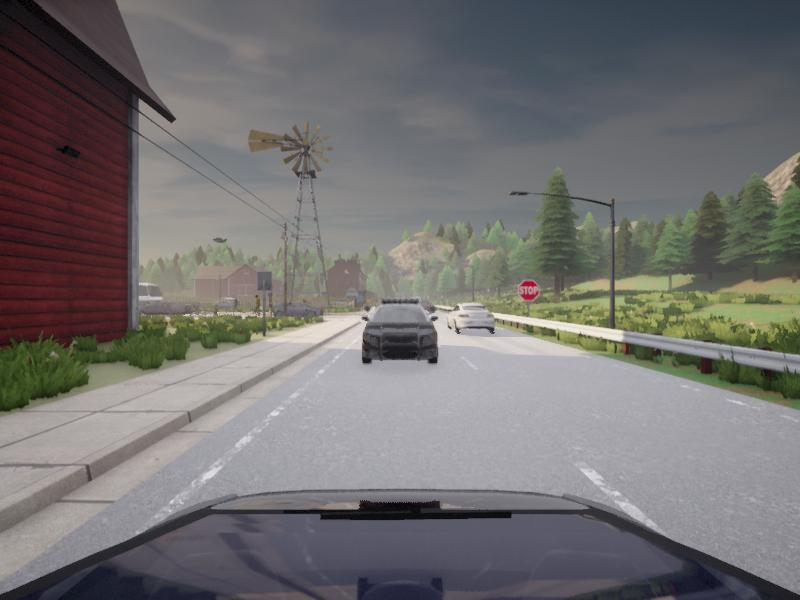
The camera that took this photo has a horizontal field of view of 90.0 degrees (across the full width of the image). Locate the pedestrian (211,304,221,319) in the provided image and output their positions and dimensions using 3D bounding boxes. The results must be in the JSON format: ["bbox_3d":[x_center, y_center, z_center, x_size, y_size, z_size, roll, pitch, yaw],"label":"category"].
[{"bbox_3d":[-14.080,0.871,30.590,0.500,1.100,0.500,0,0,9],"label":"pedestrian"}]

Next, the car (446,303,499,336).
[{"bbox_3d":[3.502,0.874,20.162,1.812,1.442,4.674,0,0,0],"label":"car"}]

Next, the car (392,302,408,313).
[{"bbox_3d":[0.003,0.954,52.223,1.895,1.301,4.718,0,0,0],"label":"car"}]

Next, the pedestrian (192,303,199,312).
[{"bbox_3d":[-23.608,0.874,46.173,0.500,1.100,0.500,0,0,-4],"label":"pedestrian"}]

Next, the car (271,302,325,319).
[{"bbox_3d":[-8.767,0.914,34.727,4.181,1.385,1.994,0,0,-2],"label":"car"}]

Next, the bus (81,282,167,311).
[{"bbox_3d":[-41.289,-0.525,60.198,10.273,4.253,3.944,0,0,-1],"label":"bus"}]

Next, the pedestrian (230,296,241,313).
[{"bbox_3d":[-18.344,0.494,44.591,0.751,1.860,0.751,0,0,21],"label":"pedestrian"}]

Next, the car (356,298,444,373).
[{"bbox_3d":[0.002,0.773,11.356,1.930,1.638,5.238,0,0,0],"label":"car"}]

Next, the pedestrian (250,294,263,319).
[{"bbox_3d":[-10.721,0.491,29.936,0.751,1.860,0.751,0,0,-3],"label":"pedestrian"}]

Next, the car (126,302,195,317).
[{"bbox_3d":[-22.660,0.902,37.972,5.357,1.411,2.033,0,0,-1],"label":"car"}]

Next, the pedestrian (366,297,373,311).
[{"bbox_3d":[-4.034,0.495,52.066,0.751,1.860,0.751,0,0,-19],"label":"pedestrian"}]
